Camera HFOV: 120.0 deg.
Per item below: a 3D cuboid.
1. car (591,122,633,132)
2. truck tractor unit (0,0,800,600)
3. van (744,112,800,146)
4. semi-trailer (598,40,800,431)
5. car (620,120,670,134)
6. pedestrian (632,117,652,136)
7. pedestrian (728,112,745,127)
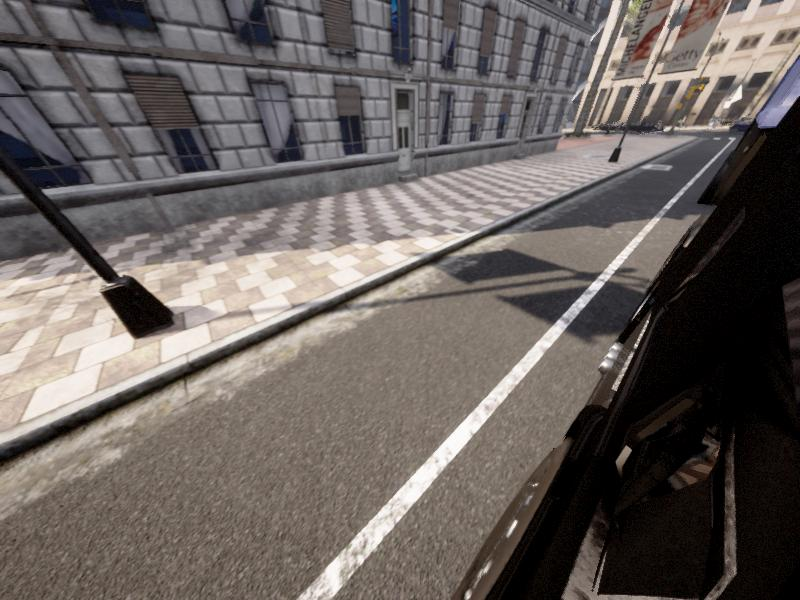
[{"bbox_3d":[39.399,-32.277,43.161,2.033,1.411,5.357,-29,44,-31],"label":"car"},{"bbox_3d":[2.645,-0.295,0.351,6.516,4.208,3.053,-28,44,-30],"label":"truck tractor unit"},{"bbox_3d":[29.666,-13.677,18.420,4.442,1.987,1.775,-28,44,-30],"label":"van"},{"bbox_3d":[8.702,-3.601,4.226,14.254,4.402,2.717,-28,44,-30],"label":"semi-trailer"},{"bbox_3d":[37.832,-26.798,35.840,2.128,1.511,4.902,-28,44,-30],"label":"car"},{"bbox_3d":[29.708,-21.271,28.372,0.751,1.860,0.751,-17,39,-18],"label":"pedestrian"},{"bbox_3d":[55.235,-29.623,37.947,0.751,1.860,0.751,-31,45,-33],"label":"pedestrian"}]
